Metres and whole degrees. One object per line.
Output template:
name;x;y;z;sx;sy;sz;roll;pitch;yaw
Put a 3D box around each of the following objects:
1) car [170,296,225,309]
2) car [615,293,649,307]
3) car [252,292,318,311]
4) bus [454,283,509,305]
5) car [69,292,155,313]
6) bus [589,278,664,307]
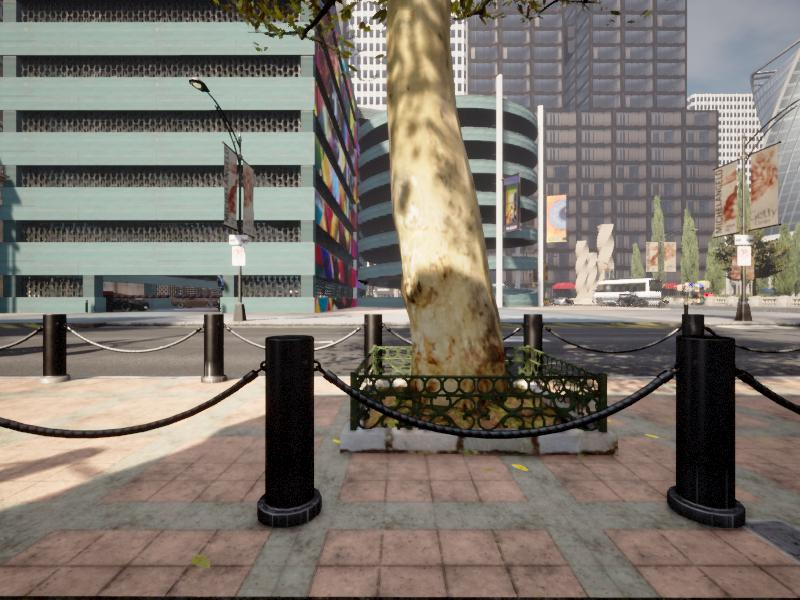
car;-20.752;0.207;41.191;4.718;1.301;1.895;0;0;0
car;32.288;0.046;55.747;1.905;1.878;3.866;0;0;-14
car;-9.593;0.117;33.684;4.902;1.511;2.128;0;0;0
bus;16.736;-1.139;82.220;10.273;4.253;3.944;0;0;29
car;-21.193;0.157;29.591;4.786;1.482;2.161;0;0;0
bus;36.545;-1.139;65.144;3.944;4.253;10.273;0;0;-25
